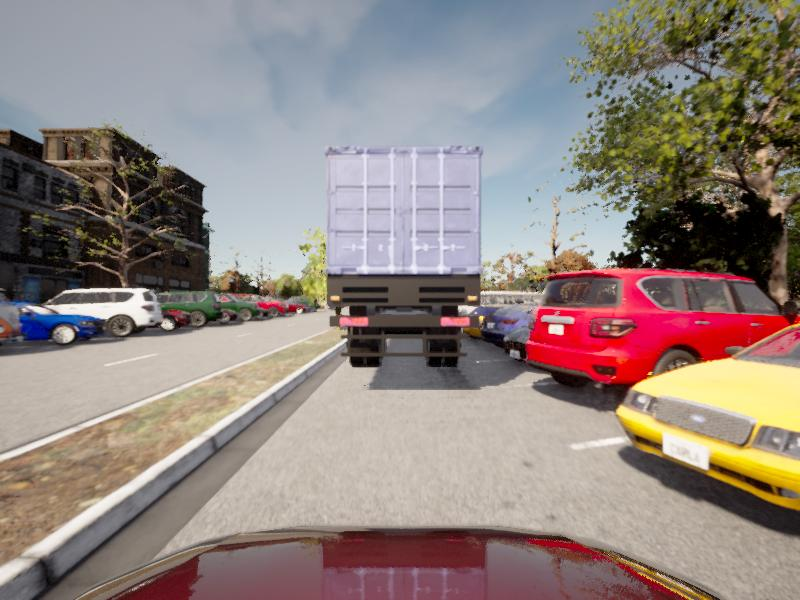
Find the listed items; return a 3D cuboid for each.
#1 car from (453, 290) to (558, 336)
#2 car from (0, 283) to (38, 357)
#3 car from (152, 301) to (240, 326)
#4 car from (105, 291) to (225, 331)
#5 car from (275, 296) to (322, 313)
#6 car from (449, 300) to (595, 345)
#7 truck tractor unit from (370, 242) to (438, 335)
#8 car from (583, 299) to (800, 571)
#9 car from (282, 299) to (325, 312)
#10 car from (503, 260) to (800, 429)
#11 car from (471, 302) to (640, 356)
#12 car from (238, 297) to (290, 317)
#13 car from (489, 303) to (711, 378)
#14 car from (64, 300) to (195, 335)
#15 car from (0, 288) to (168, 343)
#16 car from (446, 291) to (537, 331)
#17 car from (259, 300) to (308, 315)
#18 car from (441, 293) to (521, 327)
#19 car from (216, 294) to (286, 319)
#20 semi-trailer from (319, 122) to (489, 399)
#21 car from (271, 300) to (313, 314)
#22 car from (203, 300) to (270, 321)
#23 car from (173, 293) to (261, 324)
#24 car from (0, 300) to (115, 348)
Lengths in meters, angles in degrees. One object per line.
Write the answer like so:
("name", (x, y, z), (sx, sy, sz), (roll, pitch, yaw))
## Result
("car", (4.906, 0.588, 18.769), (4.442, 1.987, 1.878), (1, 0, -19))
("car", (-13.189, 0.574, 10.954), (4.442, 1.987, 1.878), (-1, 0, -19))
("car", (-13.052, 0.822, 25.951), (4.792, 1.488, 2.163), (-1, 0, -19))
("car", (-13.151, 0.544, 22.918), (5.566, 2.045, 2.435), (-1, 0, -19))
("car", (-12.707, 0.518, 50.011), (5.566, 2.045, 2.435), (-1, 0, -19))
("car", (4.796, 0.812, 15.772), (5.366, 1.575, 1.946), (1, 0, -19))
("truck tractor unit", (0.220, -0.535, 21.418), (3.053, 4.208, 6.516), (0, 0, 1))
("car", (4.652, 0.821, 3.871), (5.366, 1.575, 1.946), (1, 0, -19))
("car", (-12.800, 0.752, 52.988), (5.366, 1.575, 1.946), (-1, 1, -19))
("car", (4.884, 0.573, 6.921), (5.566, 2.045, 2.435), (1, 0, -19))
("car", (4.958, 0.849, 12.873), (4.792, 1.488, 2.163), (1, 0, -19))
("car", (-12.867, 0.661, 37.968), (4.553, 1.767, 2.185), (-1, 0, -19))
("car", (4.866, 0.851, 9.870), (4.792, 1.488, 2.163), (1, 0, -19))
("car", (-13.169, 0.797, 19.929), (5.008, 1.535, 2.097), (-1, 0, -19))
("car", (-13.237, 0.548, 16.911), (5.566, 2.045, 2.435), (-1, 0, -19))
("car", (4.945, 0.586, 21.747), (4.442, 1.987, 1.878), (1, 0, -19))
("car", (-12.795, 0.784, 43.986), (5.008, 1.535, 2.097), (-1, 0, -19))
("car", (4.984, 0.584, 24.724), (4.442, 1.987, 1.878), (1, 0, -19))
("car", (-12.926, 0.537, 34.972), (5.566, 2.045, 2.435), (-1, 0, -19))
("semi-trailer", (0.134, -0.625, 13.506), (2.717, 4.402, 14.254), (0, 0, 1))
("car", (-12.735, 0.819, 47.011), (4.674, 1.452, 2.002), (-1, 0, -19))
("car", (-12.966, 0.819, 31.962), (4.792, 1.488, 2.163), (-1, 0, -19))
("car", (-13.015, 0.540, 28.958), (5.566, 2.045, 2.435), (-1, 0, -19))
("car", (-13.255, 0.800, 13.919), (5.008, 1.535, 2.097), (-1, 0, -19))
